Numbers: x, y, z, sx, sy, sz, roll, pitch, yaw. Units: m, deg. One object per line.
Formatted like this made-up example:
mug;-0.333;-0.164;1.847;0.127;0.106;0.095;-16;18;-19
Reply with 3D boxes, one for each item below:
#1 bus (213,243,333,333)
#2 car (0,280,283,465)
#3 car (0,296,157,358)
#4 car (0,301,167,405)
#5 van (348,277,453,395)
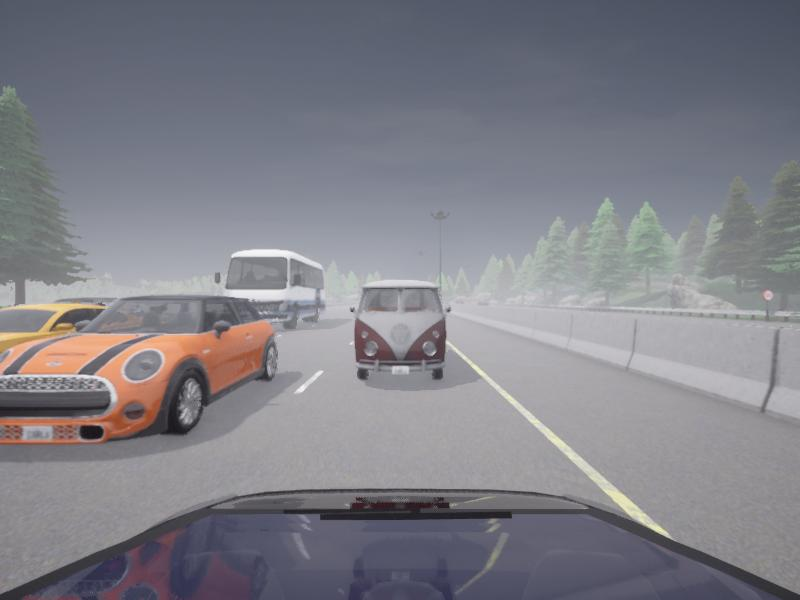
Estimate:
bus;-6.855;-0.569;24.056;3.944;4.253;10.273;0;0;0
car;-3.494;0.683;6.103;2.097;1.767;4.553;0;0;0
car;-10.491;0.738;13.093;2.242;1.667;4.611;0;0;0
car;-6.993;0.811;7.892;1.882;1.535;5.008;0;0;0
van;0.008;0.580;8.977;1.775;1.987;4.442;0;1;0
